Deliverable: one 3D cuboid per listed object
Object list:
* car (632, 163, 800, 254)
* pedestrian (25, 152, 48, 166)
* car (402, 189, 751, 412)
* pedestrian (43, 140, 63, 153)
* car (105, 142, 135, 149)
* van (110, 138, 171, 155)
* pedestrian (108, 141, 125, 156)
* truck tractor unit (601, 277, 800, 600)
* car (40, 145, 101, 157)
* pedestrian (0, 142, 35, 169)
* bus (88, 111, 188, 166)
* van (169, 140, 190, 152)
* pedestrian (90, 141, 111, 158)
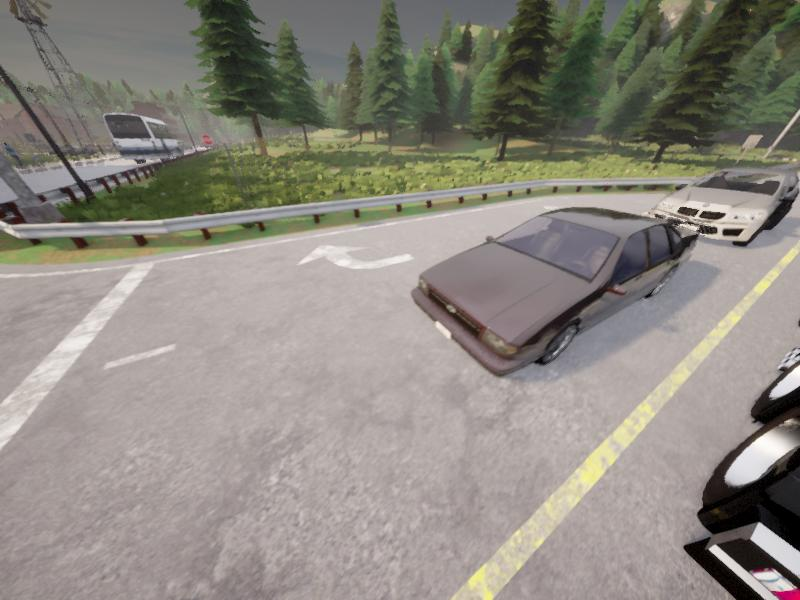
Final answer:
[{"bbox_3d":[9.954,-3.024,7.008,4.611,1.667,2.242,-17,38,-24],"label":"car"},{"bbox_3d":[-33.257,-12.882,21.125,0.500,1.100,0.500,-9,36,-14],"label":"pedestrian"},{"bbox_3d":[2.876,-0.671,3.798,5.357,1.411,2.033,-18,39,-24],"label":"car"},{"bbox_3d":[-59.213,-26.171,39.431,0.751,1.860,0.751,-5,35,-8],"label":"pedestrian"},{"bbox_3d":[-76.580,-42.366,63.316,4.792,1.488,2.163,-17,38,-23],"label":"car"},{"bbox_3d":[-45.006,-26.795,40.260,6.366,2.431,2.351,-5,36,-8],"label":"van"},{"bbox_3d":[-42.543,-22.806,34.717,0.751,1.860,0.751,-20,40,-27],"label":"pedestrian"},{"bbox_3d":[5.130,-0.280,0.761,6.516,4.208,3.053,-17,38,-23],"label":"truck tractor unit"},{"bbox_3d":[-49.938,-22.751,35.213,4.792,1.488,2.163,-18,39,-24],"label":"car"},{"bbox_3d":[-31.627,-11.843,18.971,0.751,1.860,0.751,-13,37,-19],"label":"pedestrian"},{"bbox_3d":[-28.807,-18.282,26.493,3.944,4.253,10.273,-17,38,-23],"label":"bus"},{"bbox_3d":[-48.091,-33.706,50.557,2.069,2.038,4.480,-17,38,-23],"label":"van"},{"bbox_3d":[-38.920,-19.541,30.025,0.751,1.860,0.751,-15,38,-21],"label":"pedestrian"}]
